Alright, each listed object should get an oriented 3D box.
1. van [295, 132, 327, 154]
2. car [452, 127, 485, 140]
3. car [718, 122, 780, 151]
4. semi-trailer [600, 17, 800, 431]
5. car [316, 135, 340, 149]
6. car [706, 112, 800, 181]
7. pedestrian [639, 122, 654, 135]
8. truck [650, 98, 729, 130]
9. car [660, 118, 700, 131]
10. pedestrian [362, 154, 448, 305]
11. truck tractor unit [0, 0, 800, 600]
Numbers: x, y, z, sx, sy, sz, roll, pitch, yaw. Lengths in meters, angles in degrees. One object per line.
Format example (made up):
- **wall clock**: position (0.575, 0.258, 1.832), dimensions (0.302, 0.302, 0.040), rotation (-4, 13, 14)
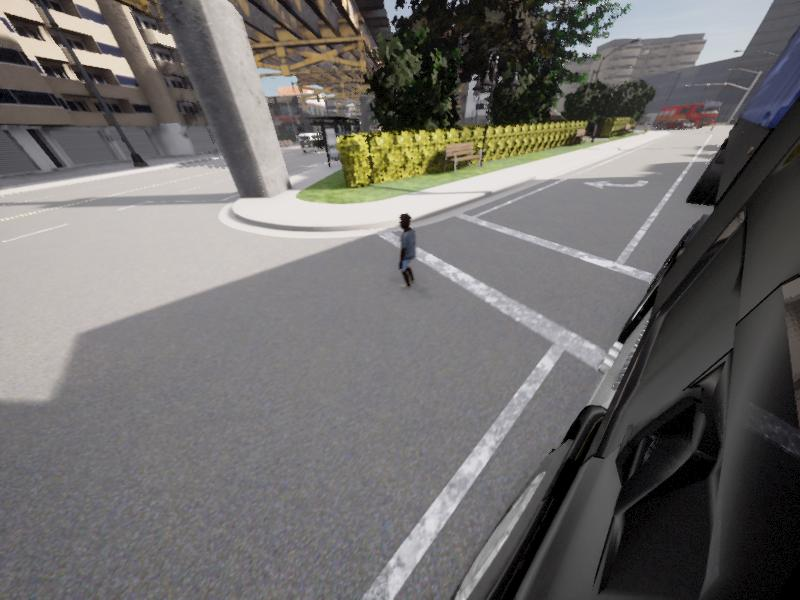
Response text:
- **van**: position (-11.324, -20.313, 29.772), dimensions (2.069, 2.038, 4.480), rotation (0, 37, 4)
- **car**: position (11.985, -29.399, 40.781), dimensions (5.027, 1.651, 2.152), rotation (0, 37, 4)
- **car**: position (24.793, -11.738, 16.547), dimensions (4.674, 1.442, 1.812), rotation (-30, 44, -31)
- **semi-trailer**: position (8.579, -3.685, 4.339), dimensions (14.254, 4.402, 2.717), rotation (-30, 44, -31)
- **car**: position (-10.917, -24.396, 35.581), dimensions (1.801, 1.575, 5.366), rotation (0, 37, 4)
- **car**: position (15.968, -6.928, 10.174), dimensions (5.566, 2.045, 2.150), rotation (-30, 45, -31)
- **pedestrian**: position (31.278, -21.716, 29.287), dimensions (0.751, 1.300, 0.751), rotation (-29, 44, -31)
- **truck**: position (50.212, -32.471, 40.678), dimensions (2.891, 3.827, 8.468), rotation (0, 37, 4)
- **car**: position (46.566, -29.225, 38.508), dimensions (1.970, 1.475, 3.806), rotation (0, 37, 4)
- **pedestrian**: position (0.110, -0.983, 3.358), dimensions (0.751, 1.860, 0.751), rotation (22, 43, 29)
- **truck tractor unit**: position (2.645, -0.295, 0.351), dimensions (6.516, 4.208, 3.053), rotation (-28, 44, -30)
